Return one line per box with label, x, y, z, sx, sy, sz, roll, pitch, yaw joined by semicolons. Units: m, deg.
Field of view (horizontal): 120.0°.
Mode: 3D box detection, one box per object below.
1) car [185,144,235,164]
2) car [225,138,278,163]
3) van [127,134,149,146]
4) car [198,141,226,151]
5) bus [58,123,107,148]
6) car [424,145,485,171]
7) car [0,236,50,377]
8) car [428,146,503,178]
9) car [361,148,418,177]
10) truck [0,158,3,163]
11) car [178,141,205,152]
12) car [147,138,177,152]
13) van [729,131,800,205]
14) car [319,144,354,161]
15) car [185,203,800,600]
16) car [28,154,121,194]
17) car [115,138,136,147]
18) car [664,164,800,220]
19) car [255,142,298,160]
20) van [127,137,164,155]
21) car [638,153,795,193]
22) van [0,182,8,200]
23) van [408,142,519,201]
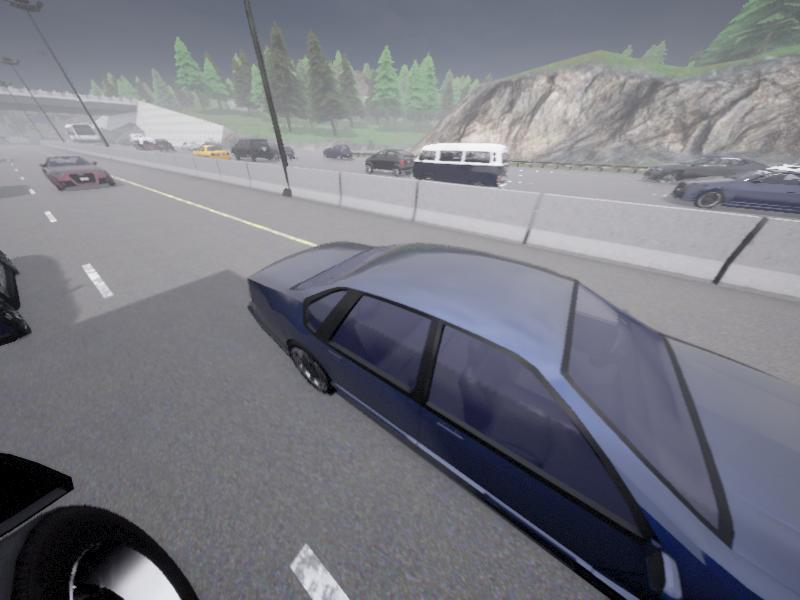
car;-19.816;-15.284;24.048;5.366;1.575;1.801;22;41;28
car;-16.376;-16.539;25.457;5.566;2.045;2.150;22;41;28
van;-72.600;-44.364;63.966;5.915;2.561;1.988;22;41;28
car;-35.131;-28.750;43.182;5.357;1.411;2.033;22;41;28
bus;-73.271;-37.875;53.295;10.273;4.253;3.944;22;41;28
car;4.785;-12.748;20.596;4.611;1.667;2.242;22;41;28
car;-6.929;-0.288;2.844;4.856;1.649;2.033;22;41;28
car;4.737;-10.316;17.145;4.611;1.667;2.242;22;41;28
car;-0.807;-10.053;16.820;3.705;1.549;1.789;22;41;28
truck;-41.336;-14.522;21.999;5.204;2.467;2.627;22;41;28
car;-36.661;-26.934;40.547;4.674;1.442;1.812;22;41;28
car;-40.118;-26.056;38.890;4.605;1.855;1.932;22;40;28
van;18.696;-5.040;9.028;5.915;2.561;1.988;22;40;28
car;-7.537;-17.666;27.585;3.633;1.501;1.845;22;41;28
car;0.691;0.431;2.095;5.357;1.411;2.033;22;41;28
car;-17.047;-6.720;12.103;4.181;1.385;1.994;22;41;28
car;-71.577;-41.067;60.203;4.611;1.667;2.242;22;41;28
car;13.522;-4.192;8.798;4.181;1.385;1.994;22;41;28
car;-15.162;-18.328;28.375;5.027;1.651;2.152;22;41;28
van;-37.088;-22.446;33.655;4.480;2.038;2.069;22;41;28
car;17.612;-7.506;13.411;4.902;1.511;2.128;22;40;28
van;-19.177;-5.402;9.631;4.480;2.038;2.069;22;41;28
van;2.830;-6.330;11.149;4.480;2.038;2.069;22;41;28
